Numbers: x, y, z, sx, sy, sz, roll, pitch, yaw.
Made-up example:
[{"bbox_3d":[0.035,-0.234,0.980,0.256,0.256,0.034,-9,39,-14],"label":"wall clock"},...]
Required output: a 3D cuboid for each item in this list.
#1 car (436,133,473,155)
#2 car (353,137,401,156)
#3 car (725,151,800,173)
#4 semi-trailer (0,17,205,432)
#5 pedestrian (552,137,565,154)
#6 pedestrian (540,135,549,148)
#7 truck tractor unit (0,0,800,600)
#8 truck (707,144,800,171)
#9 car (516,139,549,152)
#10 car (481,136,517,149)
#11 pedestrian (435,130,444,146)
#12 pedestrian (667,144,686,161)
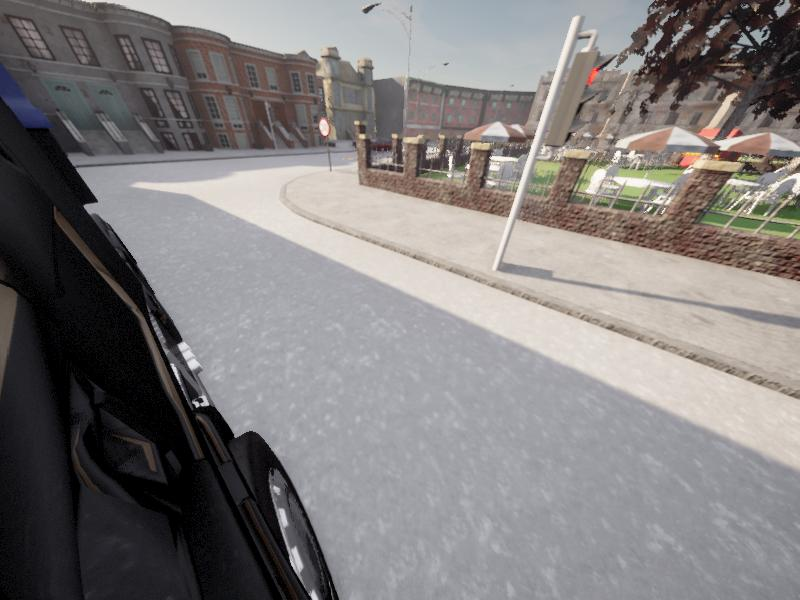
[{"bbox_3d":[6.170,-17.680,26.075,1.932,1.855,4.605,26,43,27],"label":"car"},{"bbox_3d":[-2.089,-15.034,22.474,1.895,1.301,4.718,26,42,27],"label":"car"},{"bbox_3d":[39.554,-15.020,25.080,4.514,1.525,2.007,26,43,28],"label":"car"},{"bbox_3d":[-8.914,-3.458,3.989,14.254,4.402,2.717,26,42,27],"label":"semi-trailer"},{"bbox_3d":[21.078,-20.541,30.695,0.751,1.860,0.751,25,42,26],"label":"pedestrian"},{"bbox_3d":[25.983,-28.416,41.519,0.751,1.860,0.751,22,41,23],"label":"pedestrian"},{"bbox_3d":[-2.645,-0.295,0.351,6.516,4.208,3.053,28,44,30],"label":"truck tractor unit"},{"bbox_3d":[42.182,-17.024,27.451,6.274,2.098,2.390,25,42,27],"label":"truck"},{"bbox_3d":[20.279,-23.757,35.460,3.806,1.475,1.970,8,37,7],"label":"car"},{"bbox_3d":[16.553,-26.490,38.799,5.008,1.535,1.882,-1,36,-5],"label":"car"},{"bbox_3d":[5.974,-24.501,34.949,0.751,1.860,0.751,-25,45,-32],"label":"pedestrian"},{"bbox_3d":[37.125,-19.853,31.036,0.751,1.860,0.751,-24,44,-31],"label":"pedestrian"}]
